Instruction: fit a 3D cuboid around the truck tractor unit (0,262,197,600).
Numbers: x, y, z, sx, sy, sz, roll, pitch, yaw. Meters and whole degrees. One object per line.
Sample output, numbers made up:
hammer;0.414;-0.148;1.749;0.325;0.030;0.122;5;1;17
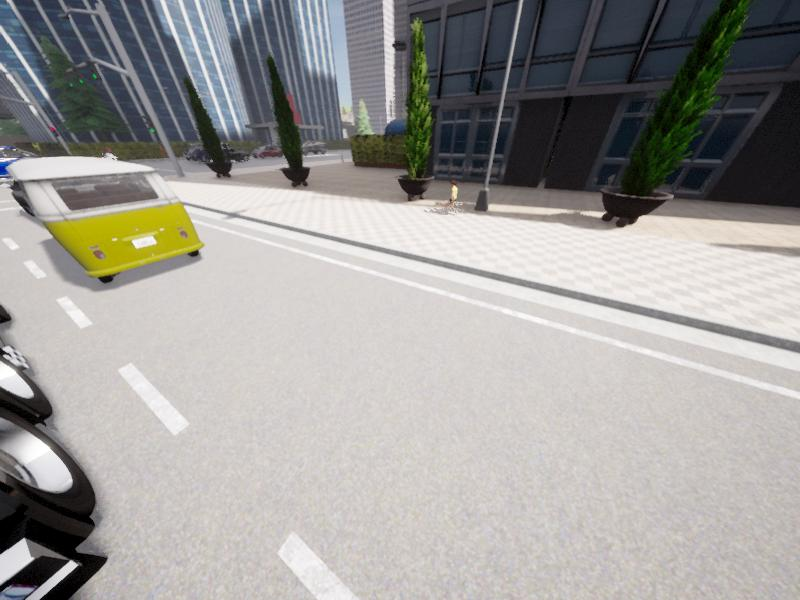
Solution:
truck tractor unit;-5.114;-0.295;0.793;6.516;4.208;3.053;18;39;25

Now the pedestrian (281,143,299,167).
pedestrian;-10.317;-13.648;21.684;0.751;1.860;0.751;16;38;22

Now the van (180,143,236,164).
van;-23.059;-17.867;28.012;1.775;1.987;4.442;18;39;24

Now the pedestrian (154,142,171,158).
pedestrian;-32.793;-20.662;31.882;0.751;1.860;0.751;18;39;24

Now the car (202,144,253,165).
car;-19.877;-16.987;26.813;1.905;1.878;3.866;18;39;24

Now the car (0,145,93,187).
car;-24.379;-8.438;14.451;2.150;2.045;5.566;18;39;24

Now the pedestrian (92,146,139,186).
pedestrian;-15.908;-7.532;12.955;0.751;1.860;0.751;18;39;25

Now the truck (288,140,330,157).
truck;-15.264;-25.809;39.247;2.390;2.098;6.274;18;39;24

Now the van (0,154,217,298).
van;-6.525;-1.972;5.122;4.442;1.987;1.775;21;40;27

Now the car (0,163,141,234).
car;-11.723;-3.707;8.046;4.514;1.525;2.007;18;39;24

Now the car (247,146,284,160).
car;-19.365;-21.394;33.489;1.816;1.474;4.193;18;39;24

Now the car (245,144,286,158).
car;-21.148;-23.709;36.692;2.152;1.651;5.027;18;39;24

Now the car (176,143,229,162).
car;-25.600;-19.311;30.192;1.932;1.855;4.605;18;39;24

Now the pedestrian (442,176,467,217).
pedestrian;1.778;-3.381;7.554;0.500;1.100;0.500;20;40;26
